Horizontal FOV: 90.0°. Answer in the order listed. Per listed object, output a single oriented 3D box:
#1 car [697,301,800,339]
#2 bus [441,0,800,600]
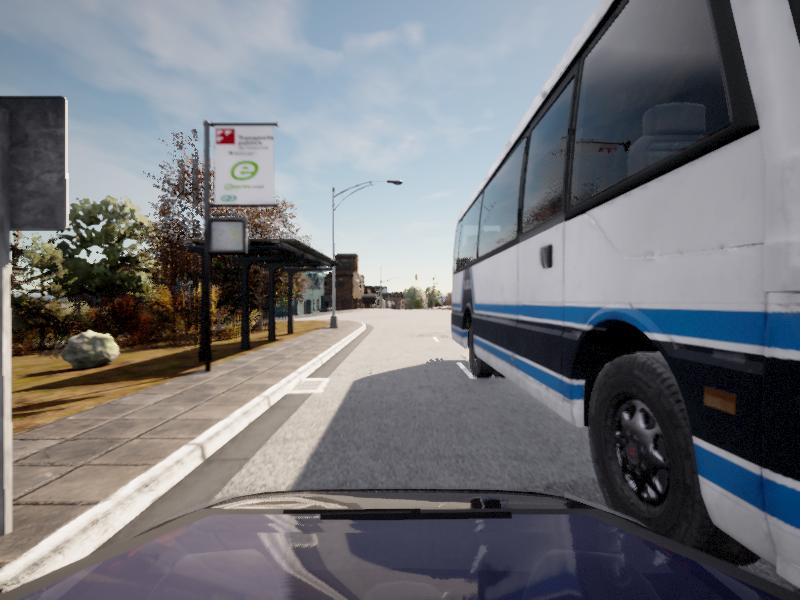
[{"bbox_3d":[16.735,0.882,18.674,5.366,1.575,1.946,1,0,-20],"label":"car"},{"bbox_3d":[3.122,-0.523,6.028,3.944,4.253,10.273,0,0,0],"label":"bus"}]
